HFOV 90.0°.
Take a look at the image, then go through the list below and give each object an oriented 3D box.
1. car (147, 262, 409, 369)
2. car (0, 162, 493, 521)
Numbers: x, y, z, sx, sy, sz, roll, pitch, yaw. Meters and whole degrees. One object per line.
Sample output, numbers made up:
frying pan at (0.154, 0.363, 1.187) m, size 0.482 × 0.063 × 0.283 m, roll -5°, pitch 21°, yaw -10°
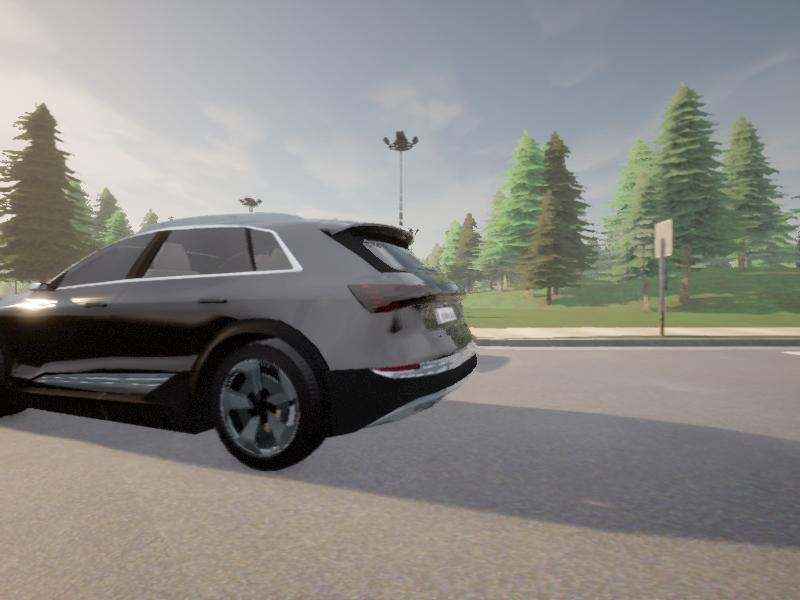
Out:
car at (-2.502, 0.236, 7.899) m, size 4.974 × 1.542 × 2.038 m, roll 0°, pitch -1°, yaw 29°
car at (-1.767, 0.181, 3.652) m, size 4.856 × 1.649 × 2.033 m, roll 0°, pitch 1°, yaw 21°
